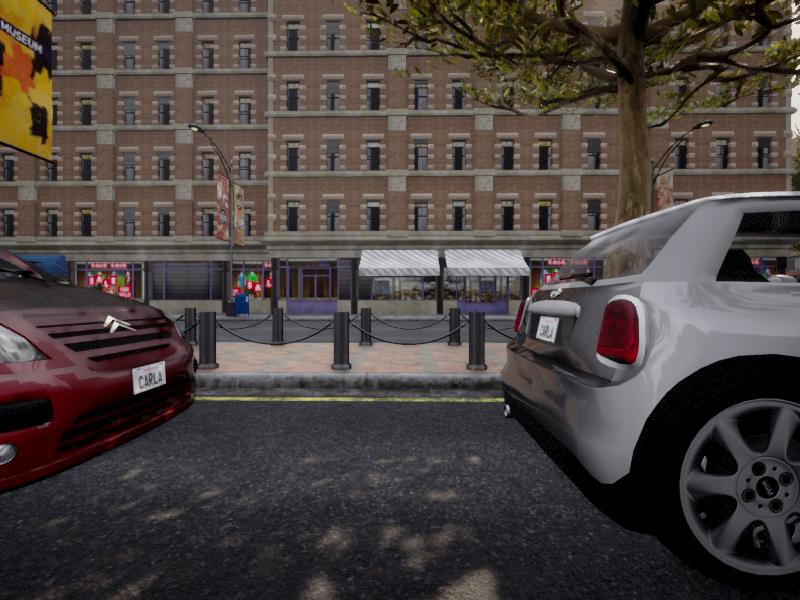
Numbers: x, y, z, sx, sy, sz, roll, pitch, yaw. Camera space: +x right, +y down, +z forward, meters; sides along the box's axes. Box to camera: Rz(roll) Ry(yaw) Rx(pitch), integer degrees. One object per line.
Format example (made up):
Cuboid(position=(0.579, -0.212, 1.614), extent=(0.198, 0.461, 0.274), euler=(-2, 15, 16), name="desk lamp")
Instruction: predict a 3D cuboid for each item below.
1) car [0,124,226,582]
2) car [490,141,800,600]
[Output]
Cuboid(position=(-3.390, 0.188, 2.287), extent=(3.988, 1.617, 1.851), euler=(0, 0, 1), name="car")
Cuboid(position=(2.600, 0.253, 2.173), extent=(3.806, 1.475, 1.970), euler=(0, 0, 1), name="car")
